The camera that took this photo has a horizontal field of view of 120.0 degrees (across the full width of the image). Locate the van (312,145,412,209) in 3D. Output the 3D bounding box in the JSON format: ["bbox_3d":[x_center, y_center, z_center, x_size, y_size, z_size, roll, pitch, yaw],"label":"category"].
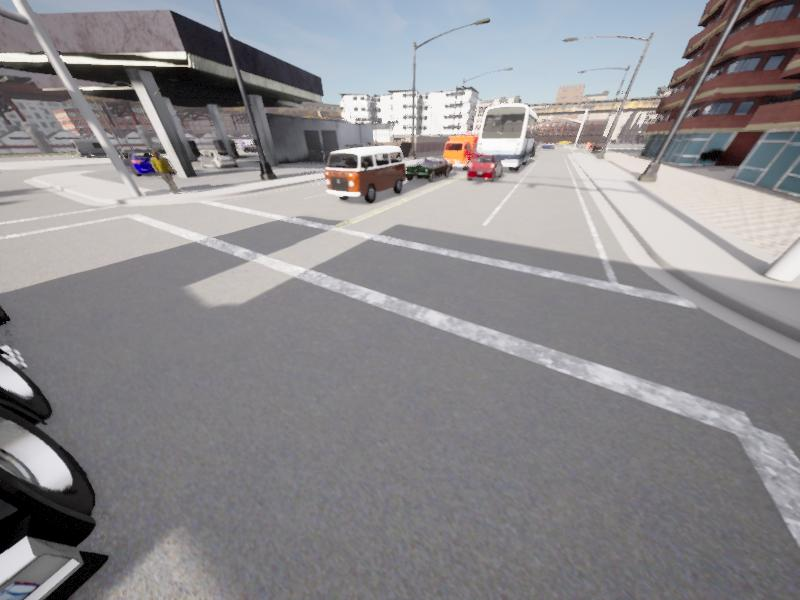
[{"bbox_3d":[-1.398,-5.855,10.647,2.069,2.038,4.480,17,38,23],"label":"van"}]

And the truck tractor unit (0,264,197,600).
[{"bbox_3d":[-5.113,-0.298,0.781,6.516,4.208,3.053,18,39,24],"label":"truck tractor unit"}]

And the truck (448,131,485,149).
[{"bbox_3d":[17.604,-42.684,61.823,8.468,3.827,2.891,18,39,24],"label":"truck"}]

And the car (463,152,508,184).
[{"bbox_3d":[5.771,-8.886,15.381,1.845,1.501,3.633,17,39,24],"label":"car"}]

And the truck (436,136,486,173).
[{"bbox_3d":[5.539,-13.158,20.700,2.627,2.467,5.204,17,39,24],"label":"truck"}]

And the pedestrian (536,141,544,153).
[{"bbox_3d":[25.898,-28.343,42.786,0.751,1.860,0.751,18,39,25],"label":"pedestrian"}]

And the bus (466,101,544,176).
[{"bbox_3d":[9.658,-14.211,20.615,3.944,4.253,10.273,18,39,24],"label":"bus"}]

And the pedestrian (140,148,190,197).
[{"bbox_3d":[-10.530,-5.731,10.405,0.751,1.860,0.751,25,42,31],"label":"pedestrian"}]

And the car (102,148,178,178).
[{"bbox_3d":[-19.853,-10.533,17.658,4.611,1.667,2.242,18,39,25],"label":"car"}]

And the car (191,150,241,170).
[{"bbox_3d":[-17.646,-13.472,22.142,3.806,1.475,1.970,18,39,25],"label":"car"}]

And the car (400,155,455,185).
[{"bbox_3d":[2.000,-9.012,15.803,1.895,1.301,4.718,17,39,24],"label":"car"}]

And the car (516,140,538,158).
[{"bbox_3d":[19.128,-22.728,34.696,2.150,2.045,5.566,16,38,22],"label":"car"}]

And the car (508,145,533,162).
[{"bbox_3d":[15.247,-18.551,29.182,2.038,1.542,4.974,17,38,23],"label":"car"}]

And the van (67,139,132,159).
[{"bbox_3d":[-49.928,-25.322,38.637,1.988,2.561,5.915,18,39,25],"label":"van"}]
